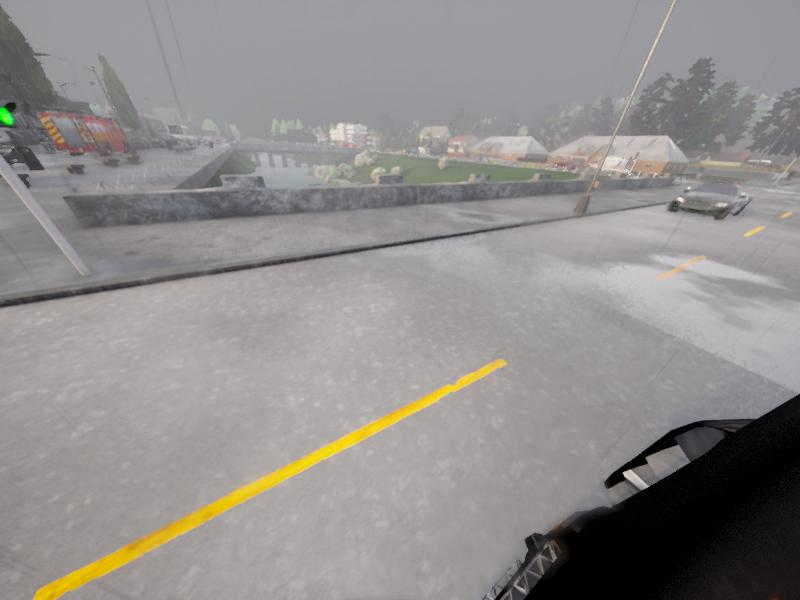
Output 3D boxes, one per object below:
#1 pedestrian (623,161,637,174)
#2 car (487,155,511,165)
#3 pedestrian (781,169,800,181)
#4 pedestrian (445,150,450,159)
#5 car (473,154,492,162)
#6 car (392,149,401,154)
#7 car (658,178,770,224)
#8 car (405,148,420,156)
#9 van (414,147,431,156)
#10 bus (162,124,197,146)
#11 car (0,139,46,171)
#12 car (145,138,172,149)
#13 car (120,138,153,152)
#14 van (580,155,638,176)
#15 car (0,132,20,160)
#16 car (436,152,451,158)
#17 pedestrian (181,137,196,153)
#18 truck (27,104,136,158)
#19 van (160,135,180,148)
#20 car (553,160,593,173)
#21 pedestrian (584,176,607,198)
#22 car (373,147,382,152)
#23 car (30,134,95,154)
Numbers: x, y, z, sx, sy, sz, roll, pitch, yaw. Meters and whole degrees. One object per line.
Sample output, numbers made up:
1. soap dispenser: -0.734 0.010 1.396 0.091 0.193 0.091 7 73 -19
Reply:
1. pedestrian: 39.775 -22.979 39.960 0.751 1.860 0.751 -14 37 -24
2. car: 21.764 -30.868 50.948 2.007 1.525 4.514 -15 38 -25
3. pedestrian: 75.382 -24.160 44.618 0.751 1.860 0.751 15 35 17
4. pedestrian: 11.964 -36.640 58.334 0.751 1.860 0.751 -18 39 -28
5. car: 20.983 -36.143 58.893 1.816 1.474 4.193 -15 37 -25
6. car: -1.337 -54.679 85.023 1.851 1.617 3.988 -15 38 -25
7. car: 15.557 -5.042 11.458 4.974 1.542 2.038 -15 38 -26
8. car: 4.049 -49.354 76.957 2.150 2.045 5.566 -15 38 -25
9. van: 7.529 -50.487 78.588 2.351 2.431 6.366 -15 38 -25
10. bus: -56.211 -42.255 59.358 3.944 4.253 10.273 -15 38 -25
11. car: -24.798 -8.919 14.097 1.816 1.474 4.193 -16 38 -26
12. car: -44.235 -28.780 42.452 2.038 1.542 4.974 -15 37 -25
13. car: -38.377 -22.710 33.818 1.816 1.474 4.193 -15 37 -25
14. van: 34.664 -22.587 38.671 2.351 2.431 6.366 -16 38 -26
15. car: -31.511 -11.399 16.913 1.905 1.878 3.866 -15 38 -25
16. car: 13.195 -44.185 70.480 1.994 1.385 4.181 -15 38 -25
17. pedestrian: -30.362 -22.232 33.165 0.751 1.860 0.751 -3 34 -9
18. truck: -32.200 -17.388 24.154 2.891 3.827 8.468 -14 37 -24
19. van: -48.763 -33.719 49.133 1.775 1.987 4.442 -15 38 -25
20. car: 29.478 -22.955 39.615 1.882 1.535 5.008 -15 38 -25
21. pedestrian: 11.986 -6.948 14.200 0.500 1.100 0.500 6 34 4
22. car: -9.522 -63.145 97.087 2.038 1.542 4.974 -15 38 -25
23. car: -37.655 -17.609 26.044 2.152 1.651 5.027 -15 37 -25
